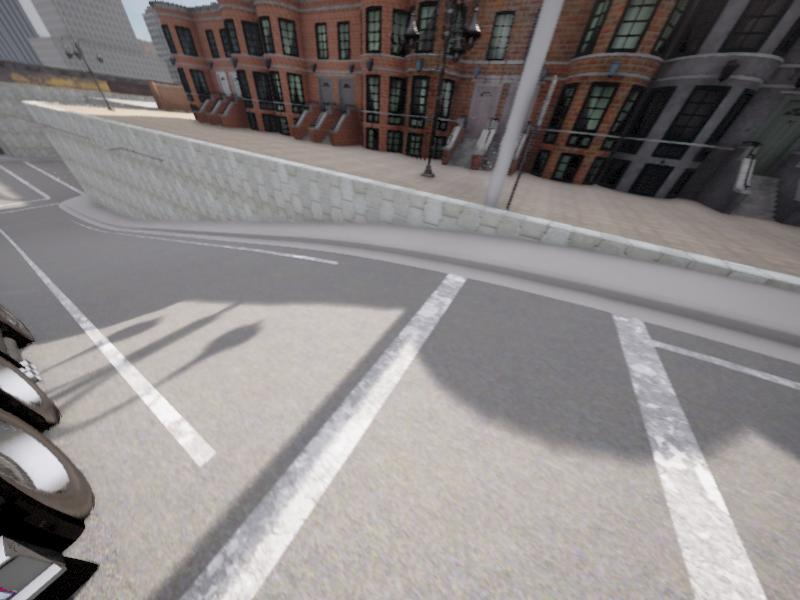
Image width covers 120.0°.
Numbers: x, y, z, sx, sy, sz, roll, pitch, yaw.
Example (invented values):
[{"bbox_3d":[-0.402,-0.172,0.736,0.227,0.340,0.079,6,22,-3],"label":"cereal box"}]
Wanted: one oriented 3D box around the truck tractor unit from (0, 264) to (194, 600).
[{"bbox_3d":[-5.201,-0.157,0.944,6.516,4.208,3.053,13,37,28],"label":"truck tractor unit"}]
